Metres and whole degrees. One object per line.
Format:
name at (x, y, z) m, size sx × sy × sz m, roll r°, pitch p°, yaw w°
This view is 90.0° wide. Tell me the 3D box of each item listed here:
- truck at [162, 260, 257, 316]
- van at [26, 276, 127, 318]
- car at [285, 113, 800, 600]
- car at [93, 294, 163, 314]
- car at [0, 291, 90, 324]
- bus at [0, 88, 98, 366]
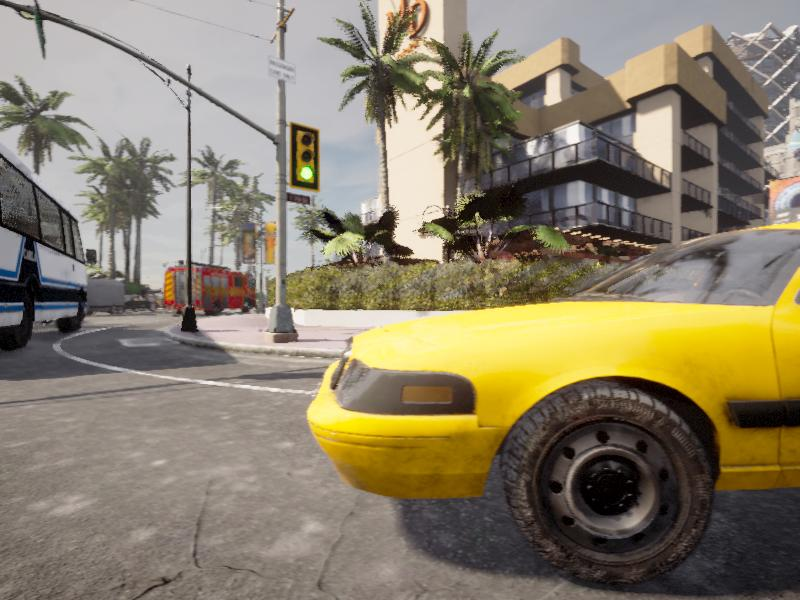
truck at (-14.447, -0.807, 31.362) m, size 2.891 × 3.827 × 8.468 m, roll 0°, pitch 0°, yaw 4°
van at (-21.624, -0.160, 27.195) m, size 1.988 × 2.561 × 5.915 m, roll 0°, pitch 0°, yaw 2°
car at (2.224, 0.206, 2.400) m, size 5.366 × 1.575 × 1.801 m, roll 0°, pitch 0°, yaw -6°
car at (-24.204, 0.326, 35.871) m, size 2.152 × 1.651 × 5.027 m, roll 0°, pitch 0°, yaw 12°
car at (-17.404, 0.343, 19.654) m, size 1.970 × 1.475 × 3.806 m, roll 0°, pitch 0°, yaw -12°
bus at (-10.306, -1.085, 9.381) m, size 3.944 × 4.253 × 10.273 m, roll -1°, pitch 0°, yaw -30°
